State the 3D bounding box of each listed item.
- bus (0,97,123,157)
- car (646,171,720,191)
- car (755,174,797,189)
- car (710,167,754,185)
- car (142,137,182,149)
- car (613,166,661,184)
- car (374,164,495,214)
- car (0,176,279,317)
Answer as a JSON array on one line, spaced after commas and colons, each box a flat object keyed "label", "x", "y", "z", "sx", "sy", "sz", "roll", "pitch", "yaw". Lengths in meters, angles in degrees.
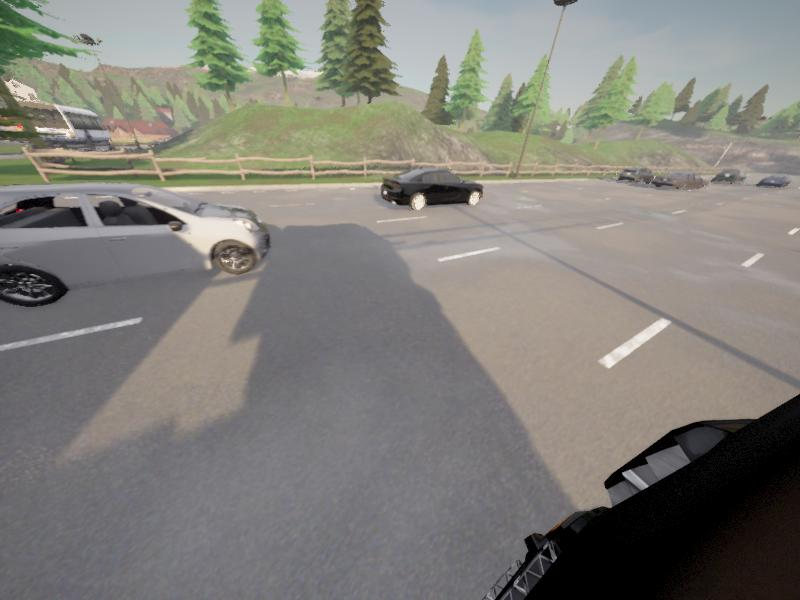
[{"label": "bus", "x": -36.113, "y": -18.642, "z": 25.377, "sx": 3.944, "sy": 4.253, "sz": 10.273, "roll": -16, "pitch": 38, "yaw": -28}, {"label": "car", "x": 26.287, "y": -11.091, "z": 21.513, "sx": 5.357, "sy": 1.411, "sz": 2.033, "roll": -8, "pitch": 35, "yaw": -16}, {"label": "car", "x": 47.793, "y": -15.146, "z": 29.351, "sx": 4.181, "sy": 1.385, "sz": 1.994, "roll": -15, "pitch": 38, "yaw": -25}, {"label": "car", "x": 44.368, "y": -16.612, "z": 30.905, "sx": 4.553, "sy": 1.767, "sz": 2.097, "roll": -15, "pitch": 38, "yaw": -25}, {"label": "car", "x": -45.162, "y": -29.831, "z": 43.993, "sx": 4.611, "sy": 1.667, "sz": 2.242, "roll": -15, "pitch": 37, "yaw": -25}, {"label": "car", "x": 26.236, "y": -13.857, "z": 25.561, "sx": 4.514, "sy": 1.525, "sz": 2.007, "roll": -15, "pitch": 38, "yaw": -25}, {"label": "car", "x": 1.557, "y": -5.051, "z": 10.318, "sx": 5.008, "sy": 1.535, "sz": 1.882, "roll": -15, "pitch": 37, "yaw": -25}, {"label": "car", "x": -4.424, "y": -1.241, "z": 4.105, "sx": 3.633, "sy": 1.501, "sz": 1.845, "roll": -15, "pitch": 37, "yaw": -25}]
